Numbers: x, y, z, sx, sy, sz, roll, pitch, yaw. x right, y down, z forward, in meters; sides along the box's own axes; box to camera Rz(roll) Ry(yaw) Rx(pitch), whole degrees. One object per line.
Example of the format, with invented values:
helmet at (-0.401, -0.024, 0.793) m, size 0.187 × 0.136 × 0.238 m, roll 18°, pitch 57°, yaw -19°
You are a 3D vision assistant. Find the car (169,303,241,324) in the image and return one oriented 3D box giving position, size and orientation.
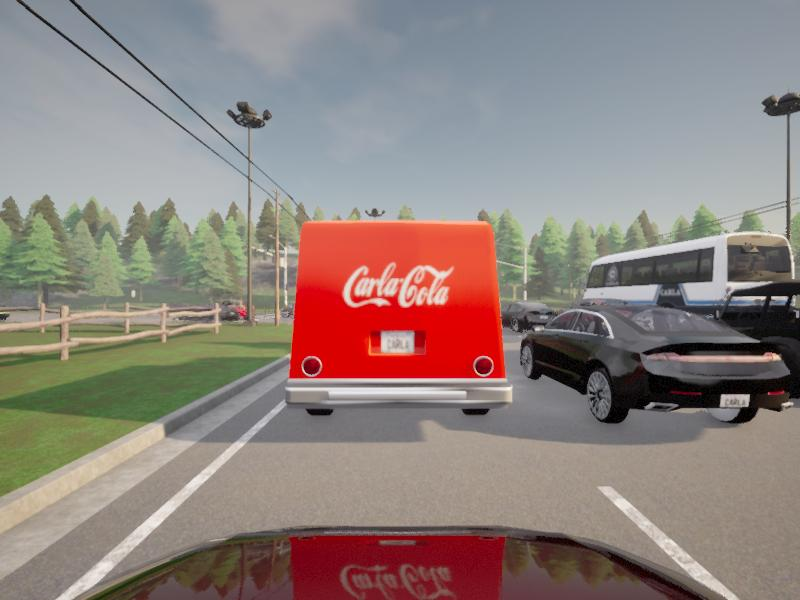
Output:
car at (-13.689, 0.905, 28.184) m, size 4.181 × 1.385 × 1.994 m, roll 0°, pitch 0°, yaw 8°

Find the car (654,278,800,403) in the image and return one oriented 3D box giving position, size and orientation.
car at (6.960, 0.640, 7.501) m, size 1.905 × 1.878 × 3.866 m, roll 0°, pitch -1°, yaw 0°

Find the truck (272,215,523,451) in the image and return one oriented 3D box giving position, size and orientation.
truck at (-0.037, 0.354, 6.792) m, size 2.627 × 2.467 × 5.204 m, roll 0°, pitch 0°, yaw 0°

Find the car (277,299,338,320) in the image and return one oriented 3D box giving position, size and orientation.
car at (-7.874, 0.753, 34.137) m, size 4.611 × 1.667 × 2.242 m, roll 0°, pitch 0°, yaw 16°

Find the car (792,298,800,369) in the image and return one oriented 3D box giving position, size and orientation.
car at (10.472, 0.779, 7.070) m, size 2.152 × 1.651 × 5.027 m, roll 0°, pitch 0°, yaw 0°

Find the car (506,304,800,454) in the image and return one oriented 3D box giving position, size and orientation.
car at (3.464, 0.835, 6.582) m, size 2.128 × 1.511 × 4.902 m, roll 0°, pitch 0°, yaw 0°

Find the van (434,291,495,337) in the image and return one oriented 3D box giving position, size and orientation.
van at (2.951, 0.596, 19.344) m, size 1.775 × 1.987 × 4.442 m, roll 0°, pitch 0°, yaw -7°

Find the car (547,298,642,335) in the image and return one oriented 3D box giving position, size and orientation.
car at (9.849, 0.755, 20.801) m, size 2.242 × 1.667 × 4.611 m, roll 0°, pitch 0°, yaw -8°

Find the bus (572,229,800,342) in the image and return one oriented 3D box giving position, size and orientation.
bus at (13.352, -0.537, 20.435) m, size 3.944 × 4.253 × 10.273 m, roll 0°, pitch 0°, yaw -5°

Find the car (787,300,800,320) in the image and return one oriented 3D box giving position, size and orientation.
car at (34.709, 0.799, 32.239) m, size 5.366 × 1.575 × 1.801 m, roll 0°, pitch 0°, yaw 0°

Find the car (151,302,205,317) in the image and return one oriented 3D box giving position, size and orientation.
car at (-21.625, 0.905, 39.041) m, size 4.181 × 1.385 × 1.994 m, roll 0°, pitch 0°, yaw 2°

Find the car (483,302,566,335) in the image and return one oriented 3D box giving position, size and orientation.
car at (6.206, 0.849, 20.630) m, size 2.163 × 1.488 × 4.792 m, roll 0°, pitch 0°, yaw -9°

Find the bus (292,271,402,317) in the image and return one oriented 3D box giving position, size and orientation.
bus at (-5.352, -0.539, 40.529) m, size 10.273 × 4.253 × 3.944 m, roll 0°, pitch -1°, yaw 20°

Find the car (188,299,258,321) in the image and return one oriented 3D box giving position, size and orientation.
car at (-14.005, 0.753, 31.795) m, size 4.611 × 1.667 × 2.242 m, roll 0°, pitch 0°, yaw 6°

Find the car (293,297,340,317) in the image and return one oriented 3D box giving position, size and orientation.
car at (-7.826, 0.642, 37.515) m, size 3.866 × 1.878 × 1.905 m, roll 0°, pitch 0°, yaw 17°

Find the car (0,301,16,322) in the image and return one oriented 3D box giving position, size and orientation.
car at (-30.826, 0.826, 28.772) m, size 4.514 × 1.525 × 2.007 m, roll 0°, pitch 0°, yaw 1°
